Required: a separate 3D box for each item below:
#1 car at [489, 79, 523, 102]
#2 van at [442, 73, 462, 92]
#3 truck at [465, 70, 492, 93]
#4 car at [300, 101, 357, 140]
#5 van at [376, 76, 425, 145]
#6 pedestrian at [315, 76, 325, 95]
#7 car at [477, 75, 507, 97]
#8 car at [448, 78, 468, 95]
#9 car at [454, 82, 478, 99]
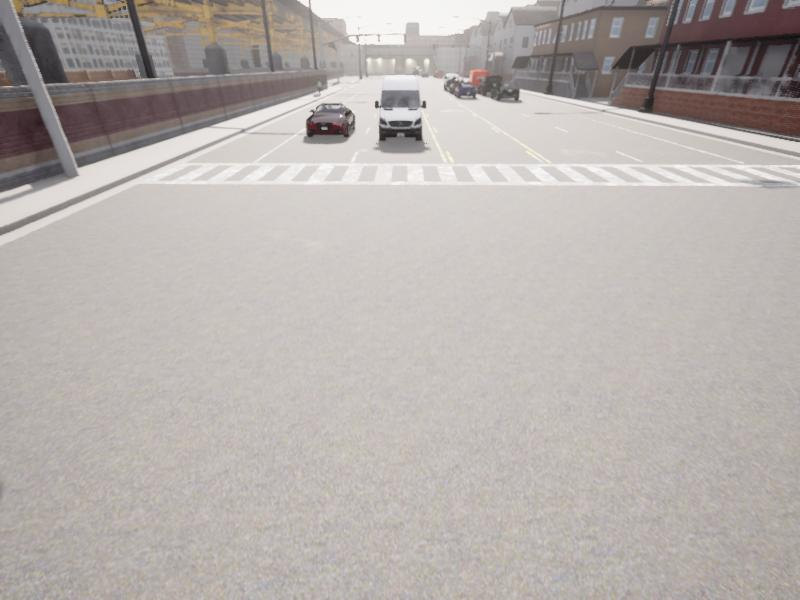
[{"bbox_3d":[10.553,-21.124,40.226,2.097,1.767,4.553,0,30,0],"label":"car"},{"bbox_3d":[7.069,-29.852,54.869,2.069,2.038,4.480,0,31,0],"label":"van"},{"bbox_3d":[10.458,-29.407,53.706,2.627,2.467,5.204,1,31,1],"label":"truck"},{"bbox_3d":[-3.459,-9.154,20.229,1.994,1.385,4.181,1,30,1],"label":"car"},{"bbox_3d":[0.025,-9.487,19.641,1.988,2.561,5.915,0,30,0],"label":"van"},{"bbox_3d":[-8.863,-23.651,44.108,0.751,1.860,0.751,2,30,3],"label":"pedestrian"},{"bbox_3d":[10.538,-24.891,46.400,2.150,2.045,5.566,0,30,0],"label":"car"},{"bbox_3d":[7.064,-26.111,48.912,1.851,1.617,3.988,0,30,0],"label":"car"},{"bbox_3d":[7.046,-22.569,43.034,1.812,1.442,4.674,0,30,0],"label":"car"}]
